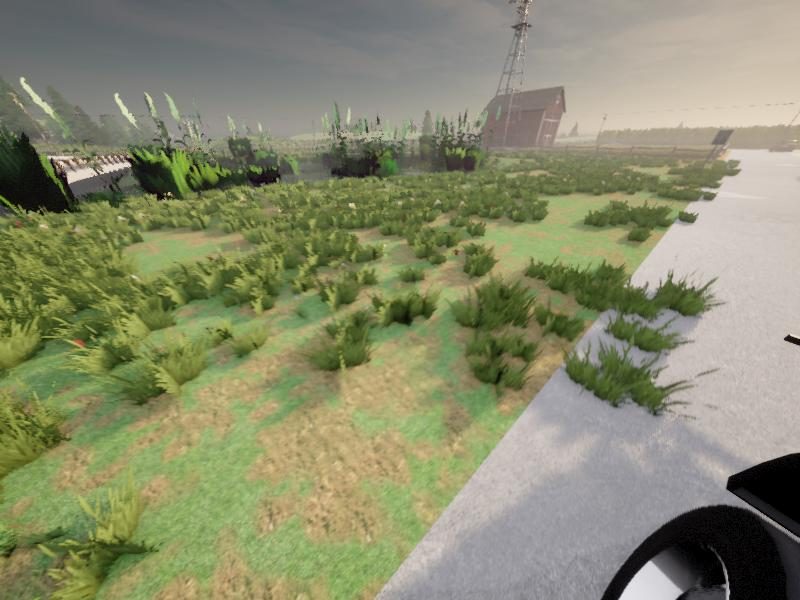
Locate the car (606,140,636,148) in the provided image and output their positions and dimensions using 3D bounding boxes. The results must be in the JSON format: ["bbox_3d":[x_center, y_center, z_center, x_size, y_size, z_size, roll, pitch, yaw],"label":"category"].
[{"bbox_3d":[54.053,-38.236,56.590,2.038,1.542,4.974,-25,42,-31],"label":"car"}]

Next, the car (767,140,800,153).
[{"bbox_3d":[63.020,-25.244,37.894,4.611,1.667,2.242,-26,42,-31],"label":"car"}]
